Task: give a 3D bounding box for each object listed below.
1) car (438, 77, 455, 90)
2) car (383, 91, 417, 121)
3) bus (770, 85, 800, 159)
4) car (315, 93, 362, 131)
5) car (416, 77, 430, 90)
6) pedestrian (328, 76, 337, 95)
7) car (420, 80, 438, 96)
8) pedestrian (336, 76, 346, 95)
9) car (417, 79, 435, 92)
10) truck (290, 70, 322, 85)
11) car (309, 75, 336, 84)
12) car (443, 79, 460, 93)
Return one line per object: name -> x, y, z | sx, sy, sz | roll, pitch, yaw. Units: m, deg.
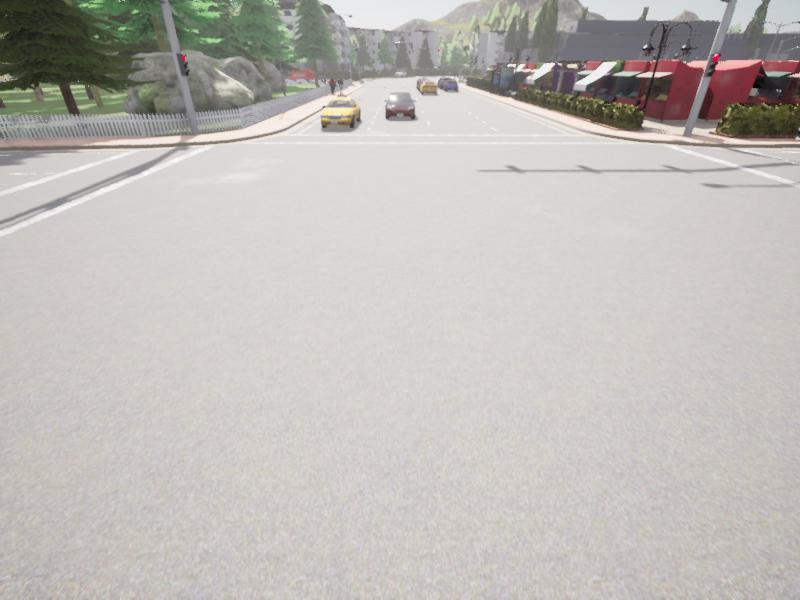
car -> 7.019, -32.891, 60.705 | 2.033, 1.649, 4.856 | 0, 30, 0
car -> 0.012, -13.453, 27.570 | 2.163, 1.488, 4.792 | 0, 30, 0
bus -> 20.121, -6.841, 13.427 | 10.273, 4.253, 3.944 | 0, 30, 0
car -> -3.444, -11.168, 23.556 | 1.801, 1.575, 5.366 | 1, 30, 1
car -> 3.519, -33.255, 61.412 | 1.882, 1.535, 5.008 | 0, 30, 0
pedestrian -> -7.698, -24.379, 45.537 | 0.751, 1.860, 0.751 | 1, 30, 2
car -> 3.558, -26.416, 49.707 | 1.882, 1.535, 5.008 | 0, 30, 0
pedestrian -> -6.804, -24.843, 46.330 | 0.751, 1.860, 0.751 | 8, 31, 13
car -> 3.529, -29.782, 55.523 | 2.163, 1.488, 4.792 | 0, 30, 0
truck -> -17.655, -42.018, 75.456 | 5.204, 2.467, 2.627 | 1, 30, 1
car -> -15.188, -43.319, 78.677 | 4.902, 1.511, 2.128 | 1, 30, 1
car -> 7.018, -29.529, 55.102 | 1.816, 1.474, 4.193 | 0, 30, 0
